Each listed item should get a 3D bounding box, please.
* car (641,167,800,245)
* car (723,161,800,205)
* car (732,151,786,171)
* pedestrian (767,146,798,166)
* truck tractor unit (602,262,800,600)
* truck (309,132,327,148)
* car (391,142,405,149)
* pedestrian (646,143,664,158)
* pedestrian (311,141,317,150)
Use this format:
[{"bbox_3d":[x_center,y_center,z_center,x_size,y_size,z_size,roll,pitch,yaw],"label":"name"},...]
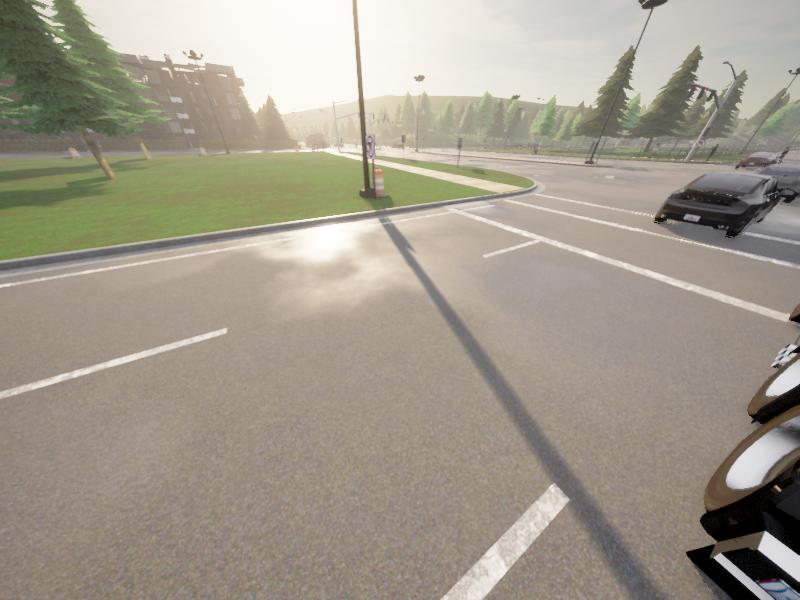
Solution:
[{"bbox_3d":[10.351,-3.218,7.388,4.892,1.490,1.837,-18,39,-24],"label":"car"},{"bbox_3d":[18.497,-5.829,11.309,4.181,1.385,1.994,-18,39,-24],"label":"car"},{"bbox_3d":[34.666,-13.461,22.321,4.674,1.442,1.812,-18,39,-24],"label":"car"},{"bbox_3d":[41.554,-15.654,25.116,0.751,1.860,0.751,-10,36,-15],"label":"pedestrian"},{"bbox_3d":[5.104,-0.308,0.783,6.516,4.208,3.053,-19,39,-24],"label":"truck tractor unit"},{"bbox_3d":[-26.295,-50.967,73.633,2.891,3.827,8.468,-18,39,-25],"label":"truck"},{"bbox_3d":[-0.676,-45.762,68.262,1.930,1.638,5.238,-18,39,-24],"label":"car"},{"bbox_3d":[36.314,-21.276,32.881,0.751,1.860,0.751,-15,38,-21],"label":"pedestrian"},{"bbox_3d":[-20.244,-36.456,54.517,0.751,1.860,0.751,-19,39,-25],"label":"pedestrian"}]
